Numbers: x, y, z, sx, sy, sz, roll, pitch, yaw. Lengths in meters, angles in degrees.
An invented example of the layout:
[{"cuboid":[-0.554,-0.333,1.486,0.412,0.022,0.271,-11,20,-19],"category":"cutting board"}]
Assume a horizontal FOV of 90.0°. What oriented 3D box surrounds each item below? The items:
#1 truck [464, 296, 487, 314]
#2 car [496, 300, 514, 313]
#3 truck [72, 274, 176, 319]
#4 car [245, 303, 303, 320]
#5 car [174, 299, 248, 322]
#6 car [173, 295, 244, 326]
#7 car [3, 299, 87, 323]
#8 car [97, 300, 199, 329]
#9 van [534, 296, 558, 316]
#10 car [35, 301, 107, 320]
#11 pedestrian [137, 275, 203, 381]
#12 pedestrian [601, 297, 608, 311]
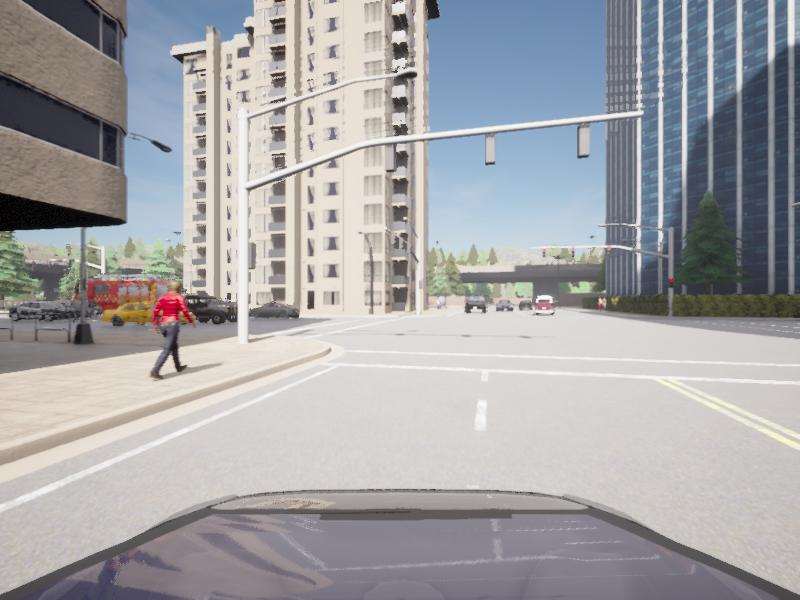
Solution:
[{"cuboid":[9.134,0.565,47.888,2.390,2.098,6.274,0,0,13],"category":"truck"},{"cuboid":[14.050,0.782,53.605,2.242,1.667,4.611,0,0,13],"category":"car"},{"cuboid":[-25.252,-0.304,36.677,8.468,3.827,2.891,0,0,12],"category":"truck"},{"cuboid":[-10.506,0.922,33.414,4.181,1.385,1.994,0,0,12],"category":"car"},{"cuboid":[-14.451,0.794,30.701,4.856,1.649,2.033,1,0,12],"category":"car"},{"cuboid":[-12.749,0.654,26.739,3.866,1.878,1.905,1,0,12],"category":"car"},{"cuboid":[-26.343,0.786,29.745,5.238,1.638,1.930,1,0,12],"category":"car"},{"cuboid":[-14.822,0.813,23.613,5.366,1.575,1.801,0,0,12],"category":"car"},{"cuboid":[15.889,0.595,43.476,2.069,2.038,4.480,0,0,26],"category":"van"},{"cuboid":[-27.578,0.848,33.601,4.902,1.511,2.128,0,0,12],"category":"car"},{"cuboid":[-4.256,0.489,7.427,0.751,1.860,0.751,0,0,13],"category":"pedestrian"},{"cuboid":[26.452,0.509,51.775,0.751,1.860,0.751,0,0,16],"category":"pedestrian"}]
